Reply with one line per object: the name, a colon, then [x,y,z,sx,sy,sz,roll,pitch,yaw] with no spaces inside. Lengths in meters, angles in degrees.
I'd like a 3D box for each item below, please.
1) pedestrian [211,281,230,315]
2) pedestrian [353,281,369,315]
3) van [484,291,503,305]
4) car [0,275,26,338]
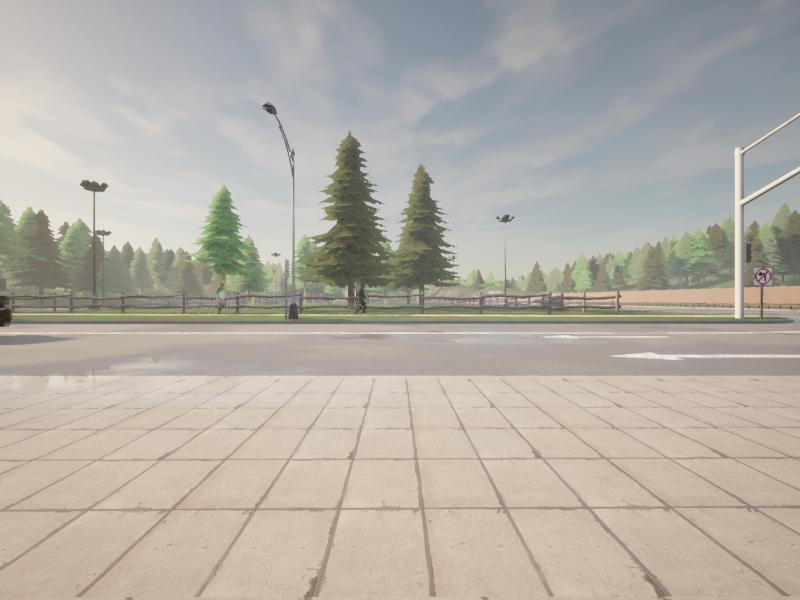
pedestrian: [-10.148,-0.115,22.616,0.751,1.860,0.751,0,0,3]
pedestrian: [-2.140,-0.115,21.962,0.751,1.860,0.751,0,0,4]
van: [17.476,-0.299,75.074,1.988,2.561,5.915,0,0,-1]
car: [-13.033,0.171,10.176,5.238,1.638,1.930,0,0,0]
